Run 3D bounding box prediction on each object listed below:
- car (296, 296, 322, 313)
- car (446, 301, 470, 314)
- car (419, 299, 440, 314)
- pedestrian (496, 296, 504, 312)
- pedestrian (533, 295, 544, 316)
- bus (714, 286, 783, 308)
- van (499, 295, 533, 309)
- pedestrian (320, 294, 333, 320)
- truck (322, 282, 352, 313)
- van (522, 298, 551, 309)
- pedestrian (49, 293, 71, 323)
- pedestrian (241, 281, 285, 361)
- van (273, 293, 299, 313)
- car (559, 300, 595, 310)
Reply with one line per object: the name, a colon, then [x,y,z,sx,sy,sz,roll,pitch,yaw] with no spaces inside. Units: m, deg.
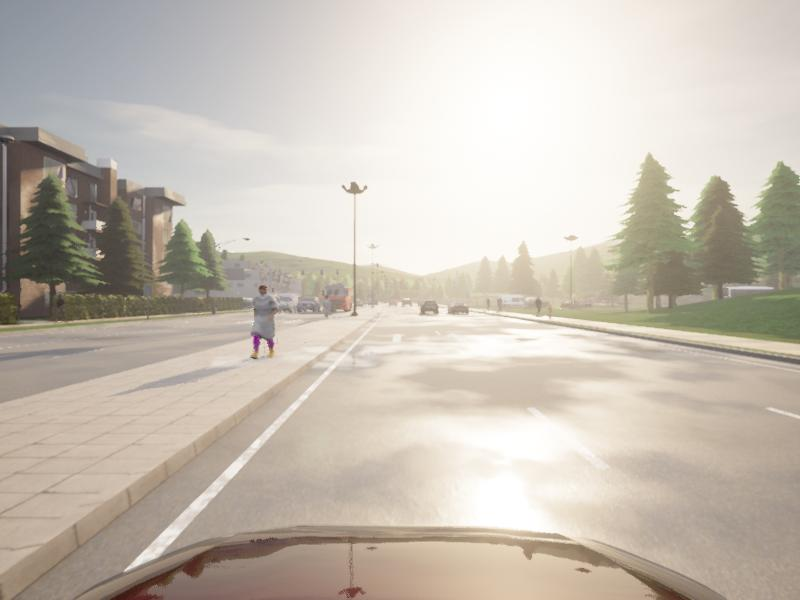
car: [-11.684,0.601,51.556,2.150,2.045,5.566,0,0,-1]
car: [6.876,0.858,47.791,2.038,1.542,4.974,0,0,-1]
car: [3.411,0.802,47.231,2.033,1.649,4.856,0,-1,-1]
pedestrian: [12.015,0.503,48.055,0.751,1.860,0.751,0,0,-6]
pedestrian: [12.170,0.495,35.136,0.751,1.860,0.751,0,0,-1]
bus: [68.809,-0.488,79.217,10.273,4.253,3.944,0,0,0]
van: [21.998,0.350,75.814,5.915,2.561,1.988,0,0,0]
pedestrian: [-5.343,0.503,29.153,0.751,1.860,0.751,0,0,0]
truck: [-8.247,-0.289,53.666,2.891,3.827,8.468,0,0,-2]
van: [24.679,0.619,72.306,4.480,2.038,2.069,0,0,0]
pedestrian: [-21.159,0.499,24.916,0.751,1.860,0.751,0,0,1]
pedestrian: [-3.331,0.491,9.753,0.751,1.860,0.751,0,0,8]
van: [-15.258,0.354,54.087,1.988,2.561,5.915,0,0,-2]
car: [30.401,0.814,68.778,5.238,1.638,1.930,0,0,0]
